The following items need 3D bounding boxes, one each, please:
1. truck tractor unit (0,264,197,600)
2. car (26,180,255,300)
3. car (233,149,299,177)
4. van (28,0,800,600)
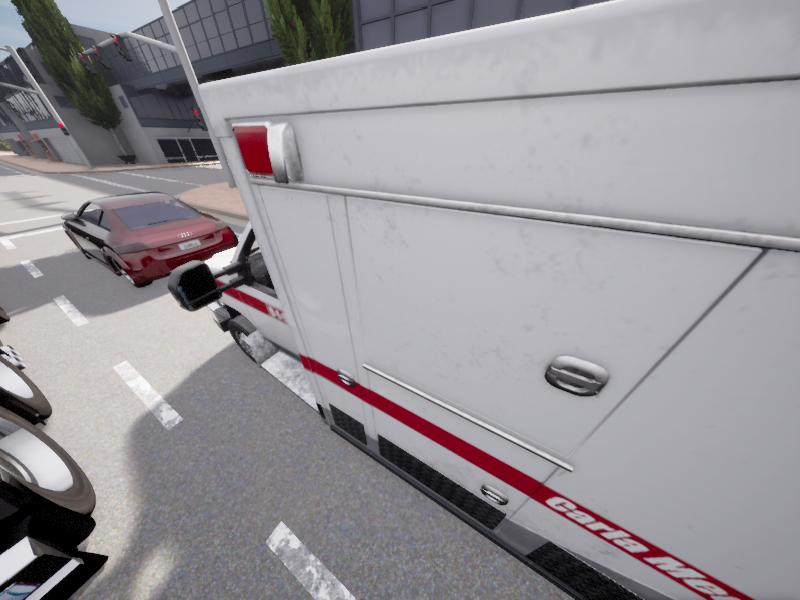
[{"bbox_3d":[-5.112,-0.300,0.779,6.516,4.208,3.053,18,39,24],"label":"truck tractor unit"},{"bbox_3d":[-5.733,-1.647,5.205,4.181,1.385,1.994,18,39,24],"label":"car"},{"bbox_3d":[-10.592,-11.150,18.675,1.851,1.617,3.988,18,39,24],"label":"car"},{"bbox_3d":[0.807,0.051,1.793,6.366,2.431,2.351,18,39,24],"label":"van"}]
